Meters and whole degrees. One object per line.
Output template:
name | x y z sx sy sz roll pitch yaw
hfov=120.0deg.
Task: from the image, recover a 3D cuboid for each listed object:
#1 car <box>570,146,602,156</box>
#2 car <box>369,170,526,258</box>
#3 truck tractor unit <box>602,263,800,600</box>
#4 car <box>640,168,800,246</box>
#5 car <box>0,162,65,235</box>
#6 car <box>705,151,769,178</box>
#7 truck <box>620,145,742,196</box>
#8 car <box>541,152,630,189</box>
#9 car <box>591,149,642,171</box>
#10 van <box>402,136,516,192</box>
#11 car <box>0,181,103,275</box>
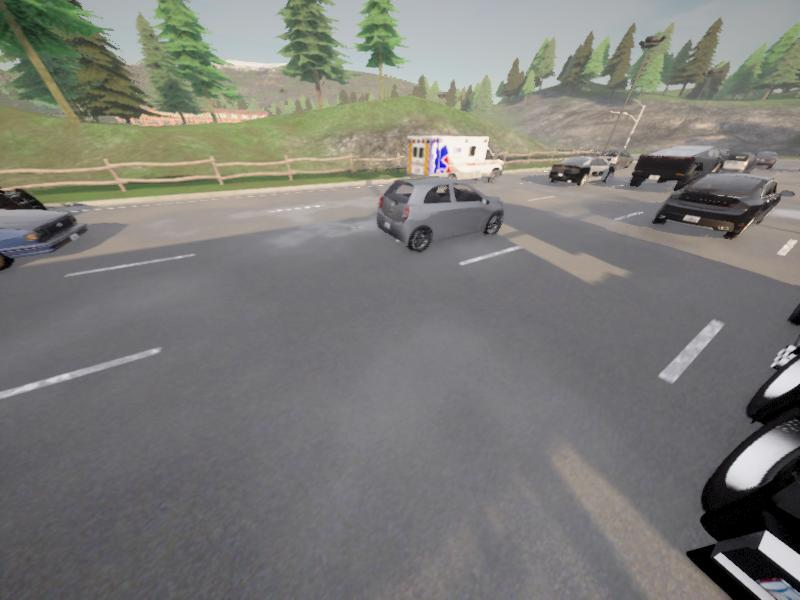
car | 35.183 -28.318 43.866 1.994 1.385 4.181 -28 44 -34
car | 1.241 -2.551 6.348 3.633 1.501 1.845 -18 39 -25
truck tractor unit | 5.112 -0.299 0.792 6.516 4.208 3.053 -18 39 -24
car | 10.337 -3.184 7.383 4.892 1.490 1.837 -18 39 -24
car | -13.563 -2.402 5.890 5.238 1.638 1.930 -18 39 -24
car | 27.391 -11.078 18.802 3.988 1.617 1.851 -18 39 -24
truck | 16.128 -7.626 13.294 6.274 2.098 2.390 -18 39 -24
car | 11.757 -8.322 14.653 5.238 1.638 1.930 -18 39 -24
car | 20.842 -13.566 22.311 3.988 1.617 1.851 -18 39 -24
van | 3.454 -8.254 13.783 6.366 2.431 2.351 -18 39 -24
car | -10.167 -1.094 4.261 5.357 1.411 2.033 -18 39 -24
